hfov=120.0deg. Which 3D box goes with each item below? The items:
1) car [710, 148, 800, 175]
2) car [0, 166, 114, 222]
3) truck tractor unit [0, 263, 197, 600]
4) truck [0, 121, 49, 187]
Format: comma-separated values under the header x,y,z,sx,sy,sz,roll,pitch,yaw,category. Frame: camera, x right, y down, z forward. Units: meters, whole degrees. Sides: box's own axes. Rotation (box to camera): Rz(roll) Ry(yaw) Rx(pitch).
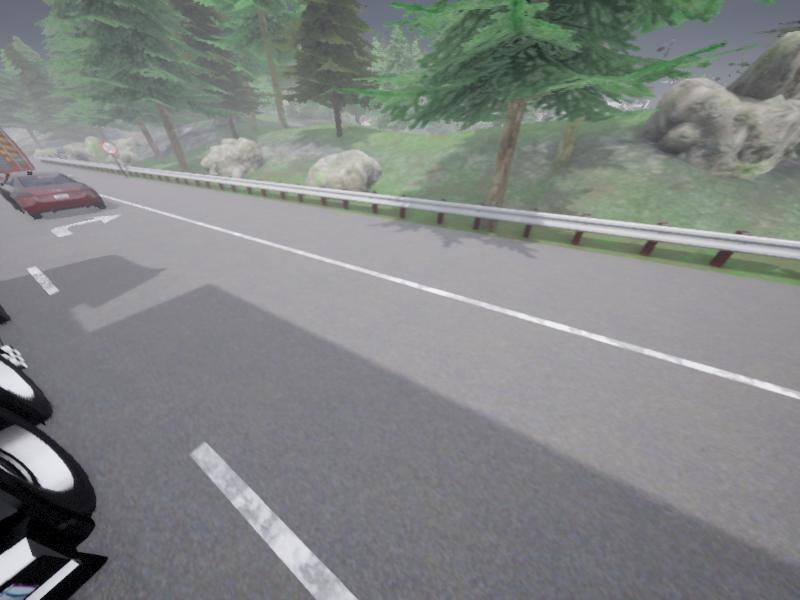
x,y,z,sx,sy,sz,roll,pitch,yaw,category
28.316,-10.558,17.533,5.366,1.575,1.801,18,39,25,car
-13.910,-4.315,9.115,4.181,1.385,1.994,18,39,24,car
-5.110,-0.302,0.783,6.516,4.208,3.053,18,39,24,truck tractor unit
-27.983,-9.912,15.128,8.468,3.827,2.891,18,39,24,truck
